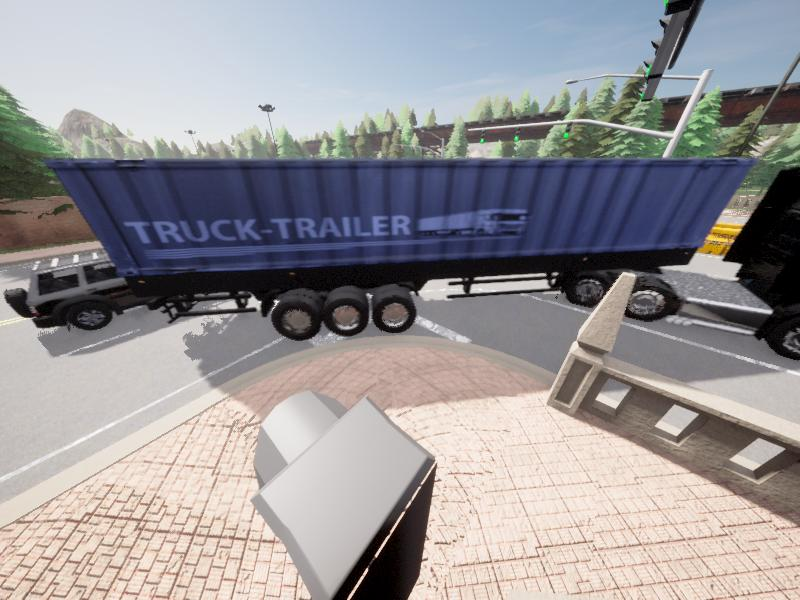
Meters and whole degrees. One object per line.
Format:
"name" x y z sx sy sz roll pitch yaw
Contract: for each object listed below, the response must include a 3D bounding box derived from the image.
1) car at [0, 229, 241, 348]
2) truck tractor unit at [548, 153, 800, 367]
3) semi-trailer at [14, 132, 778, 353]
"car" -8.390 -0.783 7.484 1.932 1.855 4.605 22 37 33
"truck tractor unit" 8.570 -1.435 6.270 6.516 4.208 3.053 19 35 30
"semi-trailer" 1.050 -1.710 6.531 14.254 4.402 2.717 -3 29 -6
